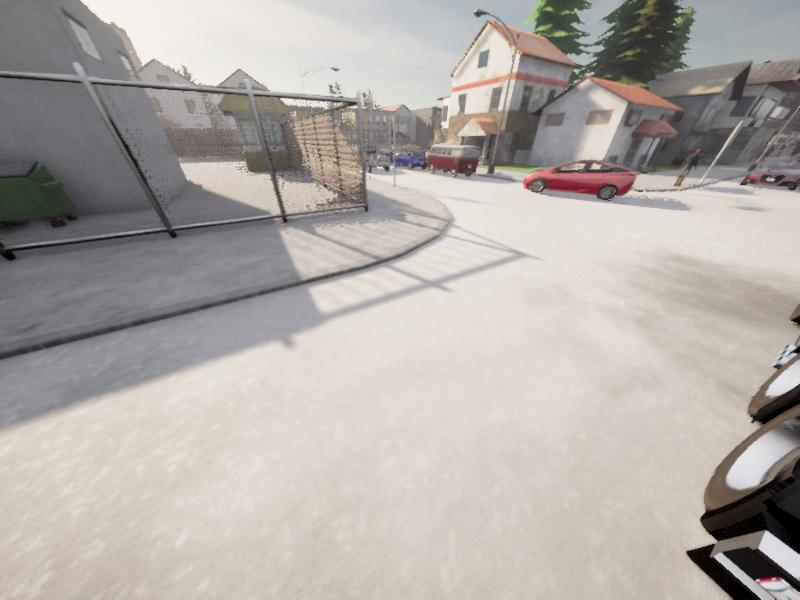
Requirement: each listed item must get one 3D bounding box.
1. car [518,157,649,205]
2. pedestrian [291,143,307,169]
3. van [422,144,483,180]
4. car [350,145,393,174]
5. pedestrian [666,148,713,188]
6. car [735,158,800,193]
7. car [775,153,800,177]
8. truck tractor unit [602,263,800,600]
[{"bbox_3d":[8.689,-6.010,11.378,4.514,1.525,2.007,24,41,30],"label":"car"},{"bbox_3d":[-8.768,-12.500,20.052,0.751,1.860,0.751,-17,38,-23],"label":"pedestrian"},{"bbox_3d":[3.766,-10.548,17.460,1.775,1.987,4.442,-19,39,-25],"label":"van"},{"bbox_3d":[-2.550,-12.328,20.063,1.932,1.855,4.605,-17,38,-23],"label":"car"},{"bbox_3d":[16.101,-7.403,12.924,0.751,1.860,0.751,19,39,25],"label":"pedestrian"},{"bbox_3d":[22.681,-7.516,13.788,4.181,1.385,1.994,-18,39,-24],"label":"car"},{"bbox_3d":[32.491,-10.787,18.432,3.633,1.501,1.845,-18,39,-24],"label":"car"},{"bbox_3d":[5.109,-0.302,0.785,6.516,4.208,3.053,-18,39,-24],"label":"truck tractor unit"}]
